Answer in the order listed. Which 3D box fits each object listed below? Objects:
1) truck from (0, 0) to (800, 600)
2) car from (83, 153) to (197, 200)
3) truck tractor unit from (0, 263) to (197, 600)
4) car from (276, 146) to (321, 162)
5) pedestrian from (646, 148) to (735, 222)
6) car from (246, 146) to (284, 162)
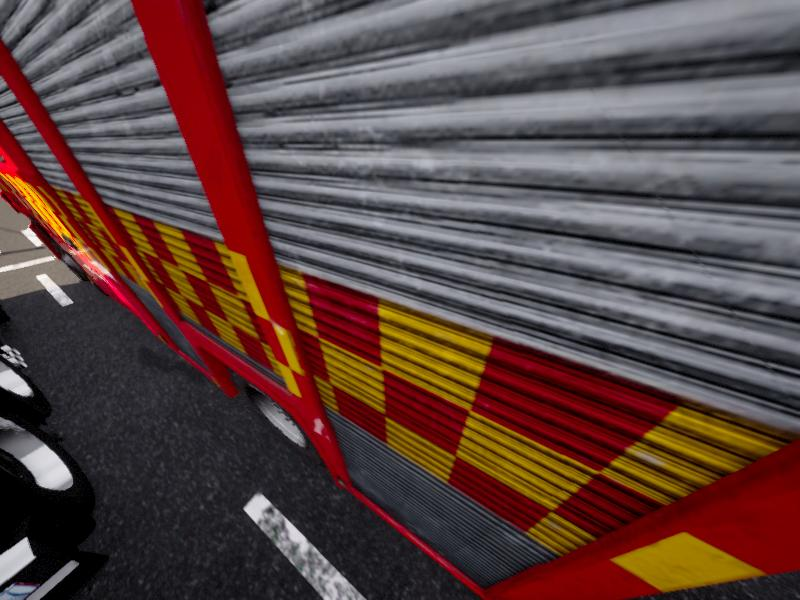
[{"bbox_3d":[-2.347,-1.573,2.928,8.468,3.827,2.891,18,39,24],"label":"truck"},{"bbox_3d":[-13.712,-7.032,12.781,2.152,1.651,5.027,-13,37,-17],"label":"car"},{"bbox_3d":[-5.109,-0.303,0.778,6.516,4.208,3.053,18,39,24],"label":"truck tractor unit"},{"bbox_3d":[-13.243,-19.472,30.680,1.801,1.575,5.366,18,39,25],"label":"car"},{"bbox_3d":[8.573,-3.458,6.966,0.751,1.860,0.751,17,38,23],"label":"pedestrian"},{"bbox_3d":[-17.597,-19.199,30.340,1.789,1.549,3.705,18,39,25],"label":"car"}]
